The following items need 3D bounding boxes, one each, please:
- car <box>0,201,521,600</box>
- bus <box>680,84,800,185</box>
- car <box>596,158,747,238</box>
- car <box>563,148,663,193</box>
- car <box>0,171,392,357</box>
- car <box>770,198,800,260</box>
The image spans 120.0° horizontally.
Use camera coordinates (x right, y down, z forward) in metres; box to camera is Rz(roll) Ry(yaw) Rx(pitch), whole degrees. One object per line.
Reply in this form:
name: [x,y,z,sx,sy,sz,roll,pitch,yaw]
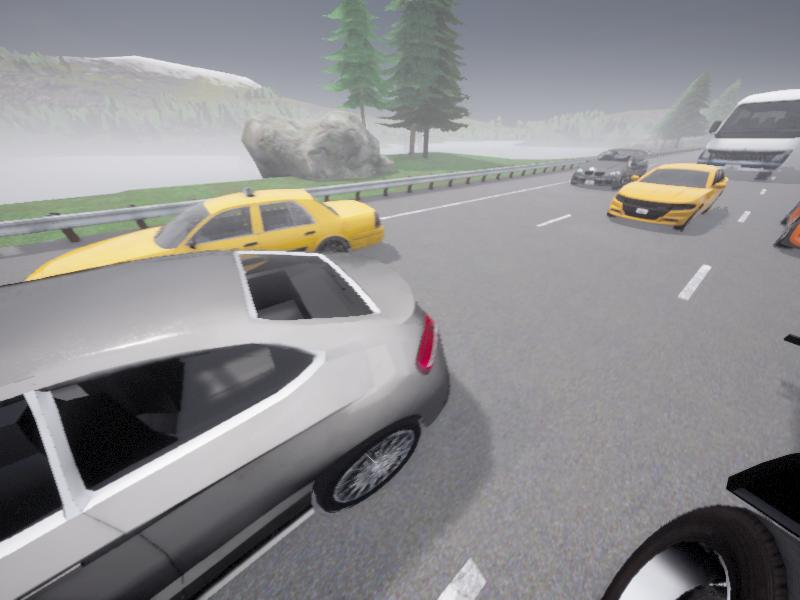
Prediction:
car: [-1.983,0.831,1.339,5.027,1.651,2.152,-22,41,-28]
bus: [23.660,-10.603,15.051,10.273,4.253,3.944,-22,41,-28]
car: [8.899,-3.566,7.551,5.008,1.535,1.882,-22,41,-28]
car: [11.458,-7.125,12.457,4.611,1.667,2.242,-22,41,-28]
car: [-2.910,-1.237,4.315,5.366,1.575,1.801,-22,41,-28]
car: [10.937,-2.038,5.146,4.553,1.767,2.097,-22,41,-28]
